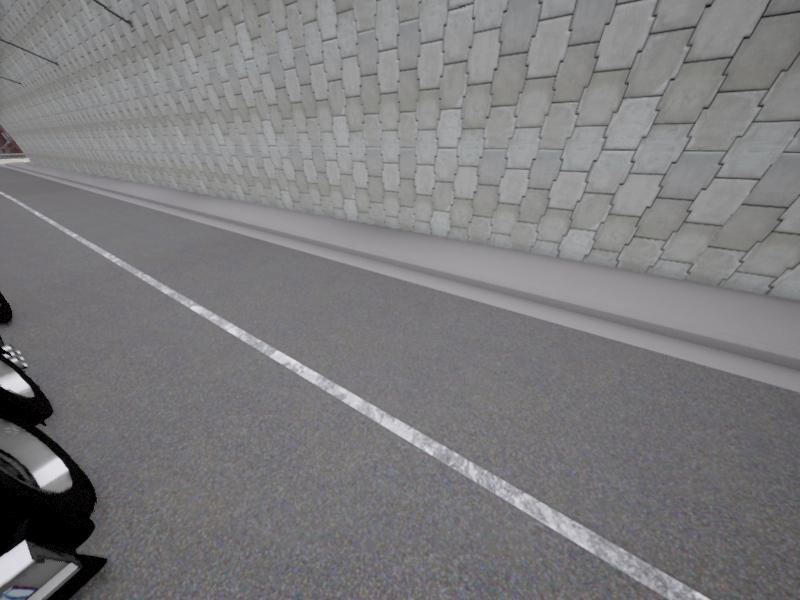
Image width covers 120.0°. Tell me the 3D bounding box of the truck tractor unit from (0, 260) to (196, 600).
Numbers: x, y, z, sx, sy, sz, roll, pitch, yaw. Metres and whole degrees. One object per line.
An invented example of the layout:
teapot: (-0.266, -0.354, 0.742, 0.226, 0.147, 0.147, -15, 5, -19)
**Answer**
truck tractor unit: (-5.102, -0.311, 0.786, 6.516, 4.208, 3.053, 19, 39, 24)
